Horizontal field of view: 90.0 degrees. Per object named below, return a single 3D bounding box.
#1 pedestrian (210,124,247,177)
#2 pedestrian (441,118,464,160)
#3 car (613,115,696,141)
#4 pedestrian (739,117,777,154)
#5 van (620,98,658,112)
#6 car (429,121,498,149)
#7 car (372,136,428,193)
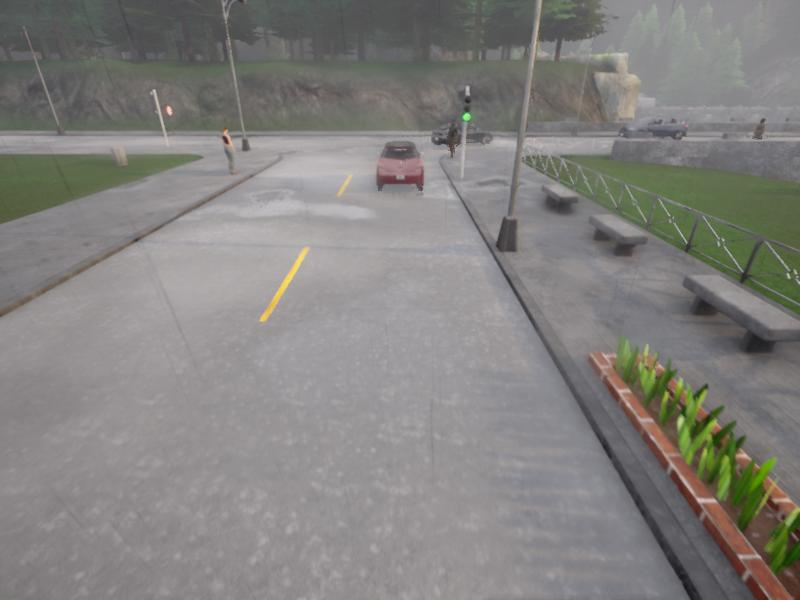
[{"bbox_3d":[-6.782,-5.934,15.890,0.751,1.860,0.751,17,32,30],"label":"pedestrian"},{"bbox_3d":[2.612,-8.038,19.999,0.751,1.860,0.751,-14,30,-26],"label":"pedestrian"},{"bbox_3d":[19.442,-13.252,30.745,4.611,1.667,2.242,0,27,0],"label":"car"},{"bbox_3d":[19.873,-9.160,22.267,0.751,1.860,0.751,-4,27,-8],"label":"pedestrian"},{"bbox_3d":[48.726,-39.844,81.745,5.915,2.561,1.988,0,27,0],"label":"van"},{"bbox_3d":[4.198,-10.954,26.427,4.193,1.474,1.816,-15,30,-26],"label":"car"},{"bbox_3d":[0.006,-5.225,15.169,1.845,1.501,3.633,0,27,0],"label":"car"}]
